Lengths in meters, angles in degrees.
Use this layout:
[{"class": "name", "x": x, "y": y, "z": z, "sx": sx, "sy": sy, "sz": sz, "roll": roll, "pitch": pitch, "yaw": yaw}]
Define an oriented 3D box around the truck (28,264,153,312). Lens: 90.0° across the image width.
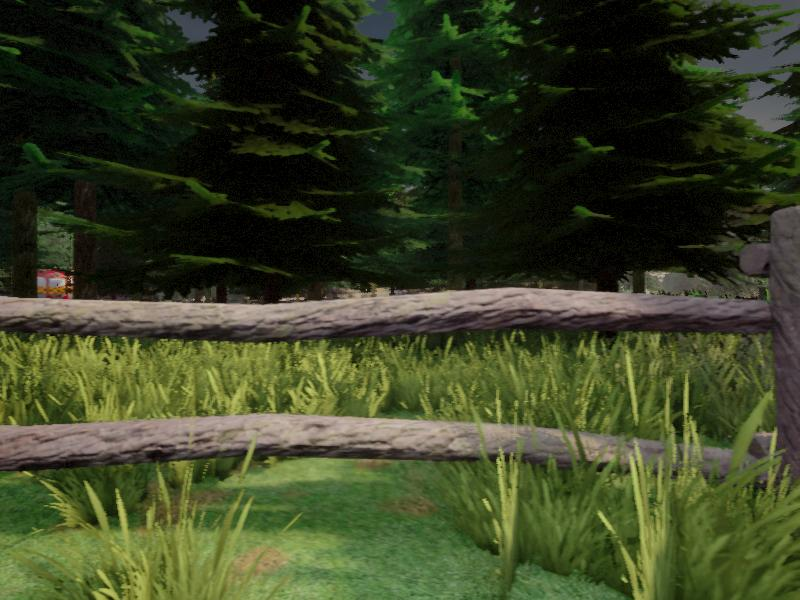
[{"class": "truck", "x": -27.042, "y": -0.957, "z": 35.436, "sx": 8.468, "sy": 3.827, "sz": 2.891, "roll": 0, "pitch": 0, "yaw": -38}]
